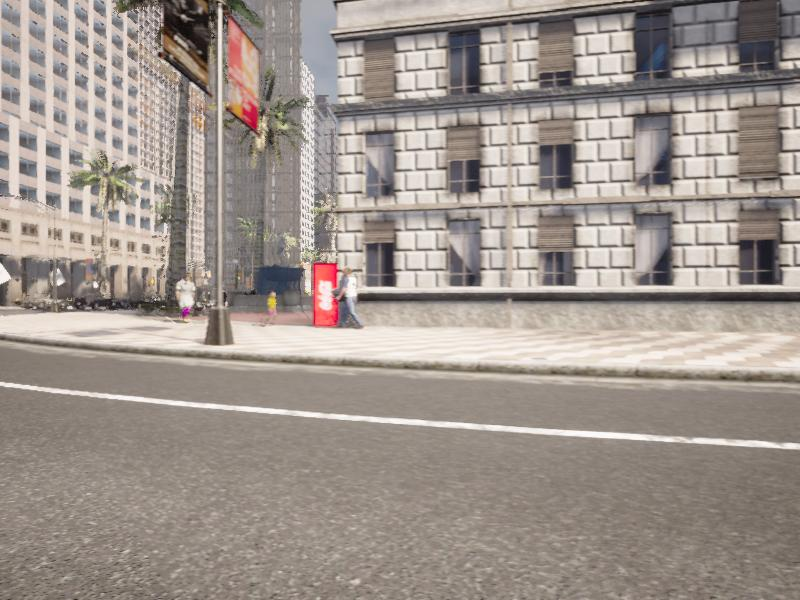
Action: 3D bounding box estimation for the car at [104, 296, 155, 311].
[{"bbox_3d":[-27.724,0.353,41.169,1.994,1.385,4.181,0,0,8],"label":"car"}]

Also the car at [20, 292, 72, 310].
[{"bbox_3d":[-38.216,0.093,43.320,1.905,1.878,3.866,0,0,9],"label":"car"}]

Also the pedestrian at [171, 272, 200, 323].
[{"bbox_3d":[-8.032,-0.097,15.011,0.751,1.860,0.751,0,0,43],"label":"pedestrian"}]

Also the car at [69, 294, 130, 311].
[{"bbox_3d":[-31.366,0.227,41.997,2.152,1.651,5.027,0,0,9],"label":"car"}]

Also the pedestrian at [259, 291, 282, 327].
[{"bbox_3d":[-4.105,0.281,12.717,0.500,1.100,0.500,0,0,29],"label":"pedestrian"}]

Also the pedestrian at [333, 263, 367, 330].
[{"bbox_3d":[-1.428,-0.100,11.514,0.751,1.860,0.751,0,0,17],"label":"pedestrian"}]
